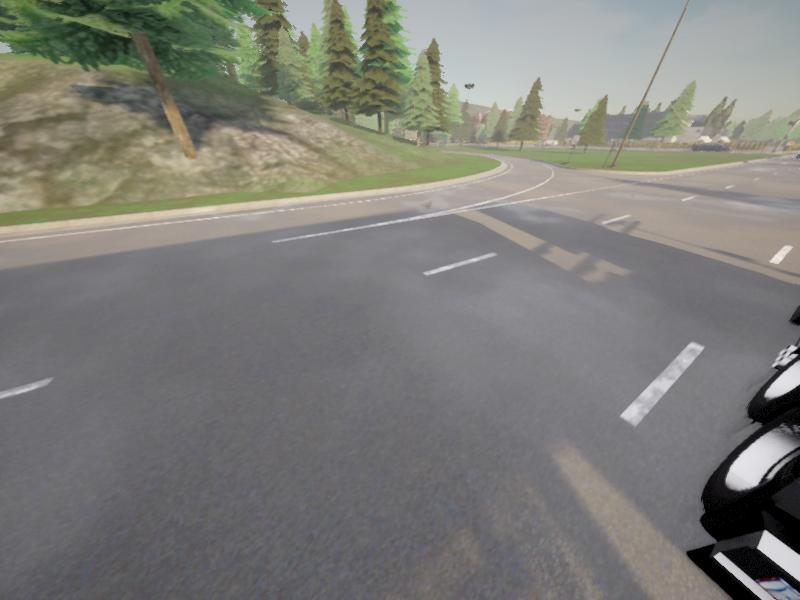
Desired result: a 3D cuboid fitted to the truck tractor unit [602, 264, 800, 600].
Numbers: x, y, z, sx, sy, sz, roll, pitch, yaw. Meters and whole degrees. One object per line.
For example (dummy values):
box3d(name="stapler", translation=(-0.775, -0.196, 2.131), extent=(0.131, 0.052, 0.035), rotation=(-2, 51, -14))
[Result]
box3d(name="truck tractor unit", translation=(5.110, -0.301, 0.786), extent=(6.516, 4.208, 3.053), rotation=(-18, 39, -24))
